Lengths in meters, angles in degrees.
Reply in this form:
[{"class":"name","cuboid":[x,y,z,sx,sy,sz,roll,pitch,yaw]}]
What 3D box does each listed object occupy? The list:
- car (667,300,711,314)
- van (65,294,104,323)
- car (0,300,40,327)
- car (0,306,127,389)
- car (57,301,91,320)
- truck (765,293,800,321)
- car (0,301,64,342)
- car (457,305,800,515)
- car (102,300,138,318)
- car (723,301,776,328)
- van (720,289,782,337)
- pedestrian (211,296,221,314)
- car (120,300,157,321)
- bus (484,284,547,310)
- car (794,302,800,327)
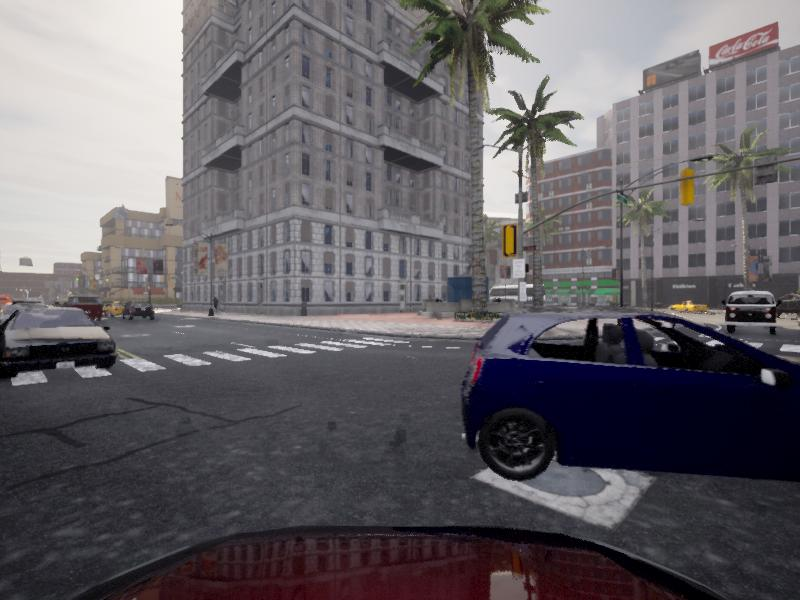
[{"class":"car","cuboid":[35.012,0.801,48.702,1.801,1.575,5.366,0,0,5]},{"class":"van","cuboid":[-23.518,0.599,29.726,1.775,1.987,4.442,0,0,-45]},{"class":"car","cuboid":[-25.012,0.801,26.259,1.801,1.575,5.366,0,0,-45]},{"class":"car","cuboid":[-8.493,0.895,9.716,5.357,1.411,2.033,0,0,44]},{"class":"car","cuboid":[-27.740,0.854,33.963,4.193,1.474,1.816,0,0,45]},{"class":"truck","cuboid":[31.926,0.542,31.402,2.390,2.098,6.274,0,0,17]},{"class":"car","cuboid":[-16.280,0.824,17.472,2.038,1.542,4.974,0,0,-45]},{"class":"car","cuboid":[2.444,0.827,3.982,3.633,1.501,1.845,0,0,11]},{"class":"car","cuboid":[-26.162,0.801,37.331,5.366,1.575,1.801,0,0,45]},{"class":"car","cuboid":[21.293,0.827,24.520,1.845,1.501,3.633,0,0,31]},{"class":"van","cuboid":[17.051,0.575,19.404,2.069,2.038,4.480,0,0,43]},{"class":"pedestrian","cuboid":[-19.320,0.485,41.924,0.751,1.860,0.751,0,0,-40]},{"class":"car","cuboid":[-21.194,0.815,32.348,1.789,1.549,3.705,0,0,-45]},{"class":"bus","cuboid":[20.614,-0.539,71.908,3.944,4.253,10.273,0,0,-44]},{"class":"car","cuboid":[23.995,0.853,22.382,1.970,1.475,3.806,0,0,32]}]
